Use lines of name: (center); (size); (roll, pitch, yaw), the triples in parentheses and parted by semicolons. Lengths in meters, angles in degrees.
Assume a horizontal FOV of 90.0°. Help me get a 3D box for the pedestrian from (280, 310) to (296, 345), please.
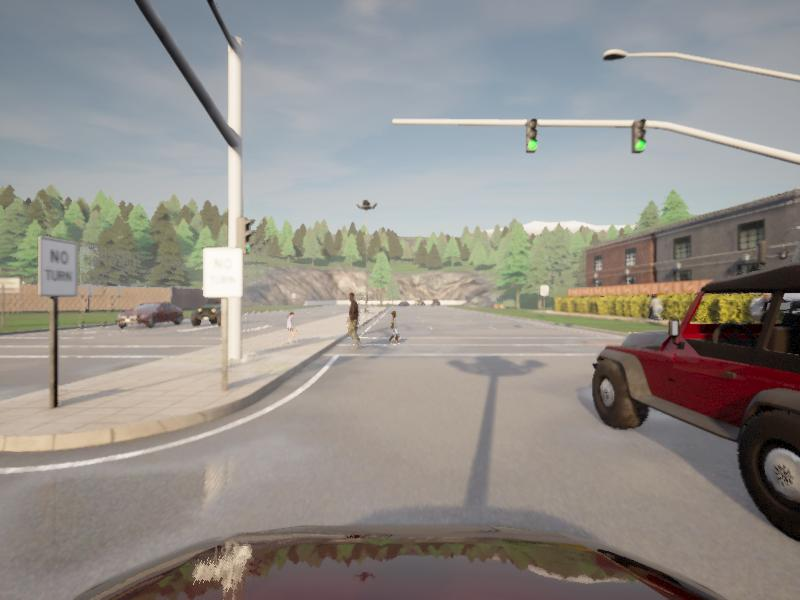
pedestrian: (-3.611, 0.866, 12.932); (0.500, 1.100, 0.500); (0, 0, -14)

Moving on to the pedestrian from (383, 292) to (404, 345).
pedestrian: (-0.229, 0.638, 14.370); (0.751, 1.860, 0.751); (0, 0, 0)

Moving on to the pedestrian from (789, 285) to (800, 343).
pedestrian: (13.083, 0.451, 12.700); (0.751, 1.860, 0.751); (0, 0, 1)

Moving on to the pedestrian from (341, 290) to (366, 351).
pedestrian: (-1.486, 0.638, 12.714); (0.751, 1.860, 0.751); (0, 0, -11)

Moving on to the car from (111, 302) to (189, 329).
car: (-15.001, 0.872, 24.346); (1.812, 1.442, 4.674); (0, 0, 0)

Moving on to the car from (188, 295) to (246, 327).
car: (-11.501, 0.649, 25.432); (1.905, 1.878, 3.866); (0, 0, 0)

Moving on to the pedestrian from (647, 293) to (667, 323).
pedestrian: (15.793, 0.487, 24.581); (0.751, 1.860, 0.751); (0, 0, -2)

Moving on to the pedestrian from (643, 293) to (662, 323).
pedestrian: (16.003, 0.487, 25.360); (0.751, 1.860, 0.751); (0, 0, -2)

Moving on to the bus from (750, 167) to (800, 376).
bus: (13.100, -0.528, 6.710); (10.273, 4.253, 3.944); (1, 1, 10)

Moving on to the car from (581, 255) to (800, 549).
car: (3.501, 0.647, 3.682); (1.905, 1.878, 3.866); (0, 0, 0)
